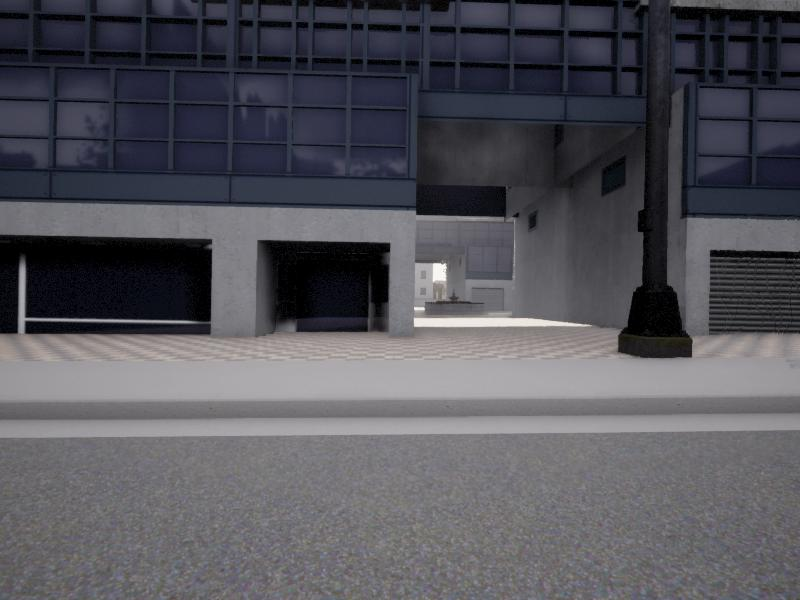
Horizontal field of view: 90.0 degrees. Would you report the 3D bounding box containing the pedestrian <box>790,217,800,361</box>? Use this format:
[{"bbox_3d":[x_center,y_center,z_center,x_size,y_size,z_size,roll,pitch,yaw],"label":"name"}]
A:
[{"bbox_3d":[5.592,-0.136,4.990,0.751,1.860,0.751,1,0,-17],"label":"pedestrian"}]
